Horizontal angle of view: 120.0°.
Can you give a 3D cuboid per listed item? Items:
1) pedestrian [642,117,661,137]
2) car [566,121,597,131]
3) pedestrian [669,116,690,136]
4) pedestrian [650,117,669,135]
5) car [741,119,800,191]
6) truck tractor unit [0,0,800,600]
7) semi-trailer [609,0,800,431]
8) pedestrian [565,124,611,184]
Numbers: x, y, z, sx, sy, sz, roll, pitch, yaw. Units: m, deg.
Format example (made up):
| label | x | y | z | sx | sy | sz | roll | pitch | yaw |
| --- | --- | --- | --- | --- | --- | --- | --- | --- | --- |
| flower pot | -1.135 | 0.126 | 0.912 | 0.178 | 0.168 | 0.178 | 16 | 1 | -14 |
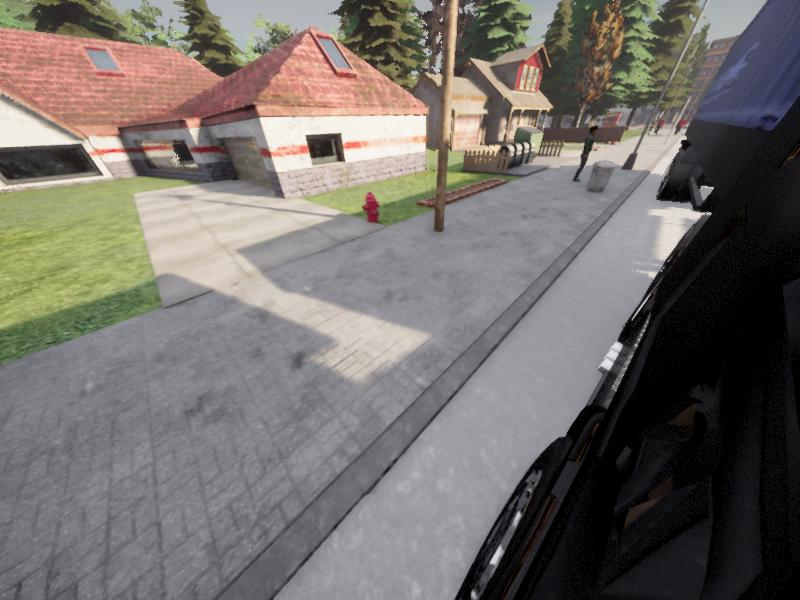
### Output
| label | x | y | z | sx | sy | sz | roll | pitch | yaw |
| --- | --- | --- | --- | --- | --- | --- | --- | --- | --- |
| pedestrian | 30.604 | -21.071 | 28.129 | 0.751 | 1.860 | 0.751 | -29 | 44 | -30 |
| car | 41.597 | -39.937 | 53.105 | 2.152 | 1.651 | 5.027 | -32 | 45 | -33 |
| pedestrian | 32.341 | -20.102 | 26.718 | 0.751 | 1.860 | 0.751 | -31 | 45 | -32 |
| pedestrian | 33.225 | -22.287 | 29.587 | 0.751 | 1.860 | 0.751 | -23 | 41 | -25 |
| car | 16.017 | -5.340 | 8.289 | 4.605 | 1.855 | 1.932 | -12 | 44 | -11 |
| truck tractor unit | 2.645 | -0.295 | 0.351 | 6.516 | 4.208 | 3.053 | -28 | 44 | -30 |
| semi-trailer | 8.165 | -3.930 | 4.678 | 2.717 | 4.402 | 14.254 | 27 | 46 | 35 |
| pedestrian | 7.244 | -5.657 | 8.998 | 0.751 | 1.860 | 0.751 | 18 | 42 | 26 |
